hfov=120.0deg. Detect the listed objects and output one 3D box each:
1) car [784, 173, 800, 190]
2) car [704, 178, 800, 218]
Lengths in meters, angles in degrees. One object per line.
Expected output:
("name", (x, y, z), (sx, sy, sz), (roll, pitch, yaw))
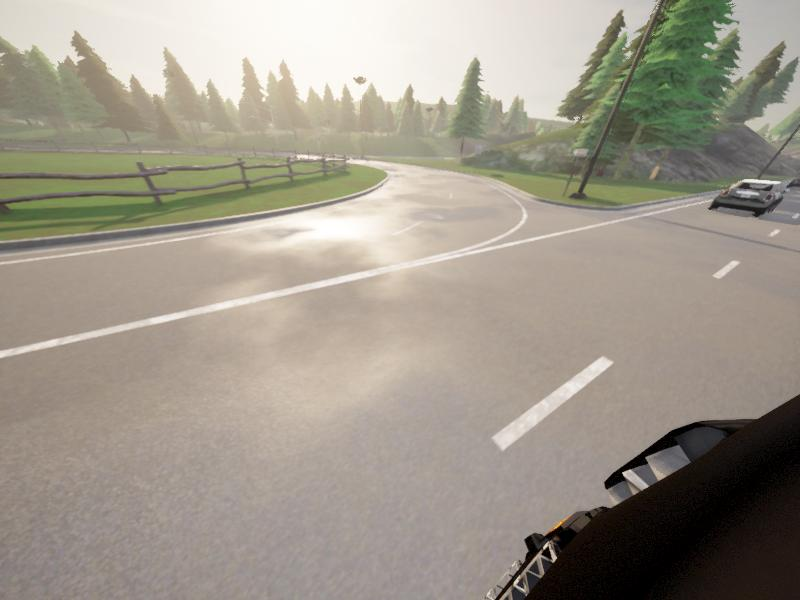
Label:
("car", (44.667, -12.985, 25.370), (4.193, 1.474, 1.816), (-16, 38, -26))
("car", (18.785, -5.566, 12.349), (3.806, 1.475, 1.970), (-16, 38, -26))
